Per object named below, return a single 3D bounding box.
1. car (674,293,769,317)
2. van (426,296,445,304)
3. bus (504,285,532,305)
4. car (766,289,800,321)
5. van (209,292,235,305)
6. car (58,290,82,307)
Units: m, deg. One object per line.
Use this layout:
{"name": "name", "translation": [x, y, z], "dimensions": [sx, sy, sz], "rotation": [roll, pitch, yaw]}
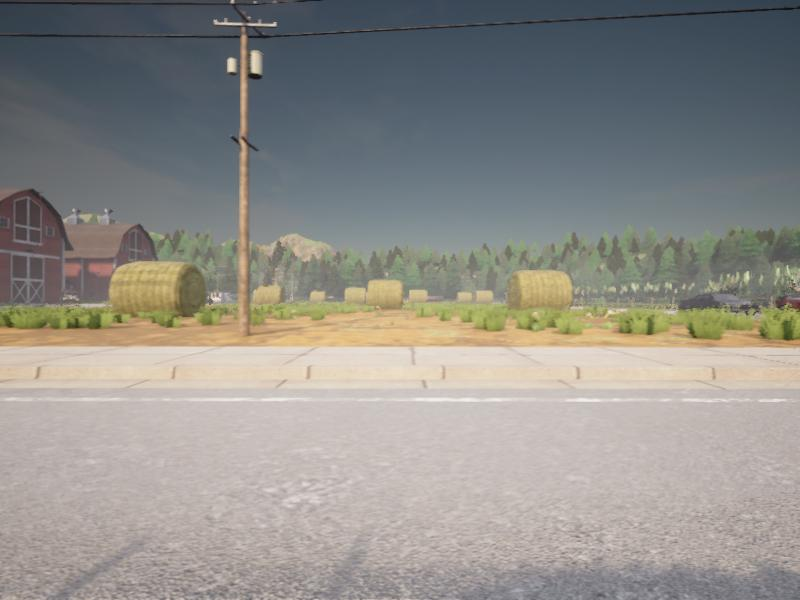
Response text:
{"name": "car", "translation": [20.490, 0.285, 25.872], "dimensions": [2.033, 1.411, 5.357], "rotation": [0, 0, 3]}
{"name": "van", "translation": [8.541, -0.002, 95.894], "dimensions": [4.442, 1.987, 1.775], "rotation": [0, 0, 0]}
{"name": "bus", "translation": [27.148, -1.145, 92.641], "dimensions": [3.944, 4.253, 10.273], "rotation": [0, 0, 3]}
{"name": "car", "translation": [20.130, 0.242, 18.508], "dimensions": [2.163, 1.488, 4.792], "rotation": [0, 0, 3]}
{"name": "van", "translation": [-33.909, -0.323, 76.406], "dimensions": [2.351, 2.431, 6.366], "rotation": [0, 0, -1]}
{"name": "car", "translation": [-41.103, -0.206, 49.826], "dimensions": [1.905, 1.878, 3.866], "rotation": [8, -4, -43]}
